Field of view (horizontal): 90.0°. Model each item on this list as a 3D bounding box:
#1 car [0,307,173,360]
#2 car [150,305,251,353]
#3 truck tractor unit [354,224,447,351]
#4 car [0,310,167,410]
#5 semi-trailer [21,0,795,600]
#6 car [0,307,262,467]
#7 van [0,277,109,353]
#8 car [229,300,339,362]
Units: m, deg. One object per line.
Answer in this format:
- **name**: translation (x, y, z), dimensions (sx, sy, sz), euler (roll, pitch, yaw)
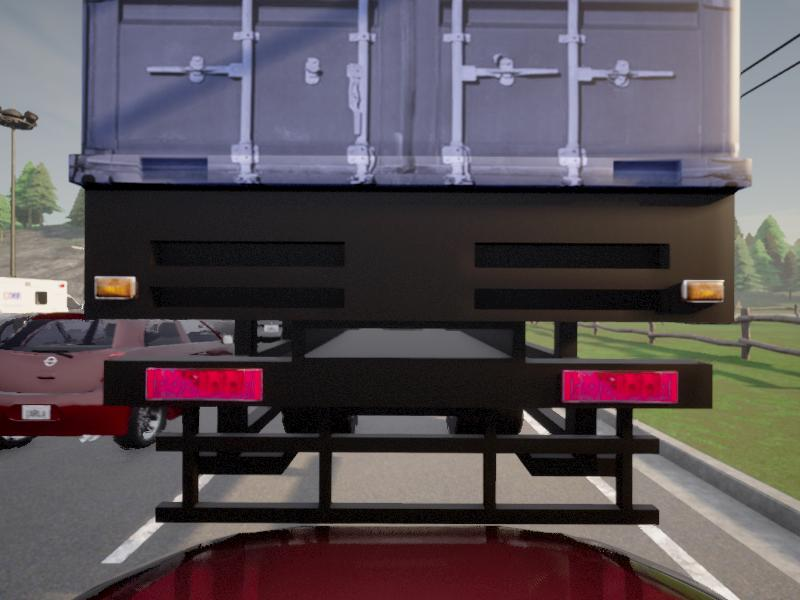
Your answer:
- **car**: translation (-10.484, 1.002, 14.025), dimensions (2.033, 1.411, 5.357), euler (0, 0, 0)
- **car**: translation (-6.985, 0.930, 14.483), dimensions (1.845, 1.501, 3.633), euler (0, 0, 0)
- **truck tractor unit**: translation (0.011, -0.417, 16.456), dimensions (3.053, 4.208, 6.516), euler (0, 0, 0)
- **car**: translation (-7.002, 0.951, 7.580), dimensions (2.033, 1.411, 5.357), euler (0, 0, 0)
- **semi-trailer**: translation (0.031, -0.574, 8.546), dimensions (2.717, 4.402, 14.254), euler (0, -1, 0)
- **car**: translation (-3.502, 0.863, 5.651), dimensions (1.845, 1.501, 3.633), euler (0, 0, 0)
- **van**: translation (-13.986, 0.495, 14.435), dimensions (2.351, 2.431, 6.366), euler (0, 0, 0)
- **car**: translation (-3.491, 0.844, 13.133), dimensions (2.242, 1.667, 4.611), euler (0, 0, 0)
